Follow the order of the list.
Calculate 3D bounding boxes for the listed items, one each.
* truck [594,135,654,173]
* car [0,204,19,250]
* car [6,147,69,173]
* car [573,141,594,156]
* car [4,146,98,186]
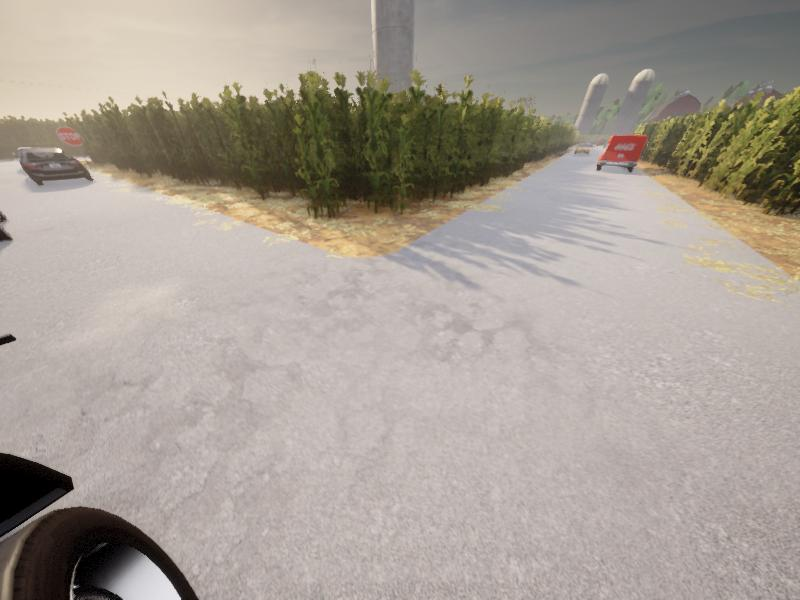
[{"bbox_3d":[19.079,-12.781,20.033,2.627,2.467,5.204,22,41,28],"label":"truck"},{"bbox_3d":[-11.928,-2.204,5.810,4.718,1.301,1.895,22,41,28],"label":"car"},{"bbox_3d":[-28.187,-10.991,17.982,3.806,1.475,1.970,22,41,28],"label":"car"},{"bbox_3d":[27.197,-22.413,34.139,1.801,1.575,5.366,22,42,28],"label":"car"},{"bbox_3d":[-20.726,-8.068,13.731,4.611,1.667,2.242,22,41,27],"label":"car"}]
